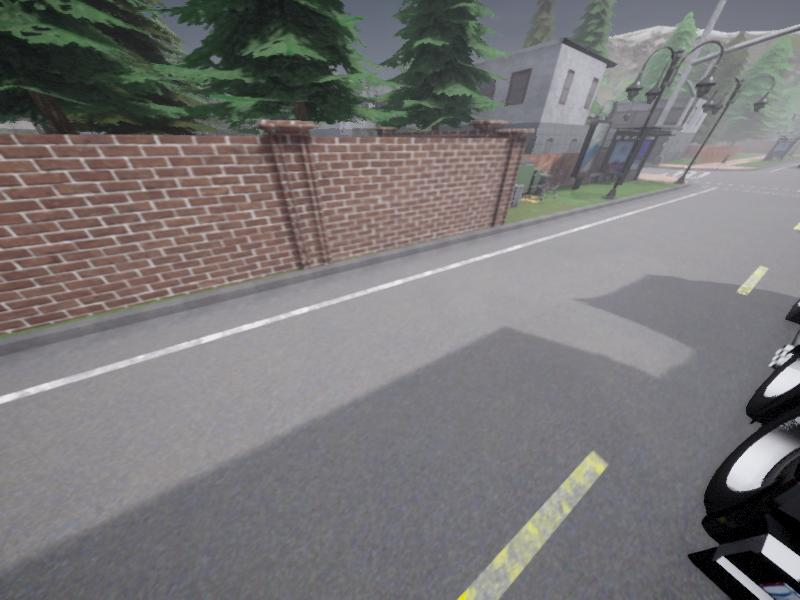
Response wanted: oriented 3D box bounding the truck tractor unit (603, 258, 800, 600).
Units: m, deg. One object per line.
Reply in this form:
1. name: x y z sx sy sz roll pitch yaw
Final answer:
1. truck tractor unit: 5.104 -0.306 0.801 6.516 4.208 3.053 -18 39 -25

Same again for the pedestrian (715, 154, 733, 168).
1. pedestrian: 30.883 -13.281 22.038 0.500 1.100 0.500 -23 41 -29

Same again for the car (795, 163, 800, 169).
1. car: 43.043 -14.450 23.284 5.566 2.045 2.150 -19 39 -25
